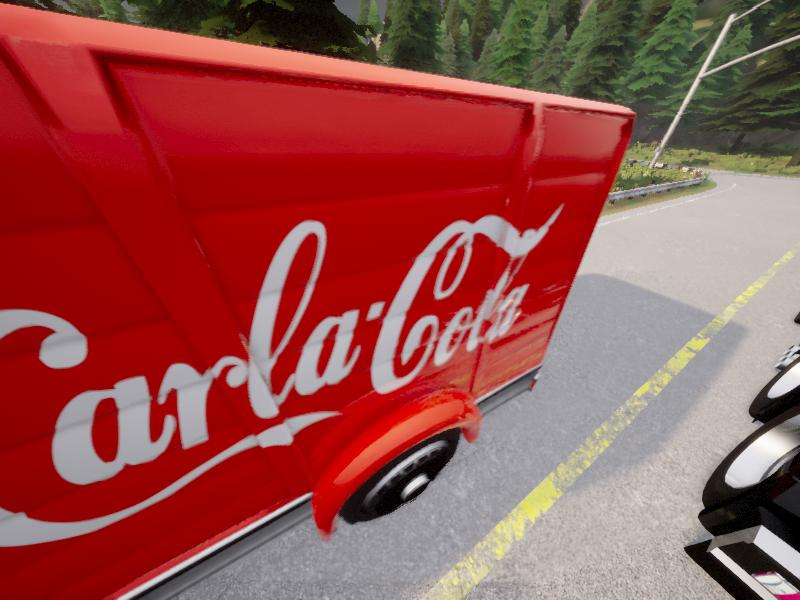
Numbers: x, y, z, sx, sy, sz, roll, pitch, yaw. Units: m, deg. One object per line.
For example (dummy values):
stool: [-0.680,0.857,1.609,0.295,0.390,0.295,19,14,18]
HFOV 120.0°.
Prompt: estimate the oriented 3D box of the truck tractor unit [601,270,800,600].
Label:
truck tractor unit: [5.120,-0.292,0.767,6.516,4.208,3.053,-18,39,-24]

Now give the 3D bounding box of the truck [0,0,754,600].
truck: [-1.581,0.258,1.455,5.204,2.467,2.627,-18,39,-24]

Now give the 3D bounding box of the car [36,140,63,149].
car: [-87.382,-38.850,57.592,3.866,1.878,1.905,9,36,13]
